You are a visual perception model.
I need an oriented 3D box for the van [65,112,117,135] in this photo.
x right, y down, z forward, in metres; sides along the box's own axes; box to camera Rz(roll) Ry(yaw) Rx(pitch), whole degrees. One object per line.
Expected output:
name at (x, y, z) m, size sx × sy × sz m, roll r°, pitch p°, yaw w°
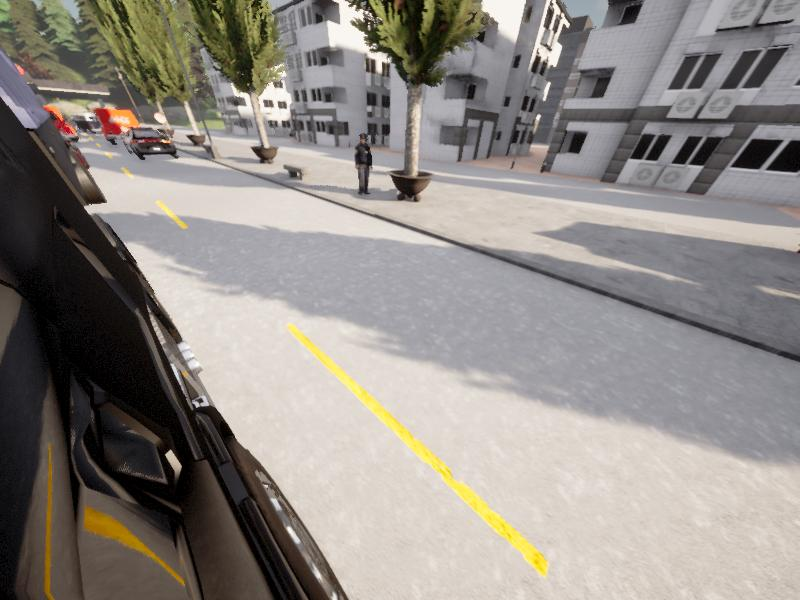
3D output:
van at (-38.158, -21.795, 28.550) m, size 4.480 × 2.038 × 2.069 m, roll 18°, pitch 38°, yaw 20°

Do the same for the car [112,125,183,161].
car at (-16.288, -10.159, 14.868) m, size 4.974 × 1.542 × 2.038 m, roll 29°, pitch 44°, yaw 31°

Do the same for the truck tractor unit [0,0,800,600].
truck tractor unit at (-2.645, -0.295, 0.352) m, size 6.516 × 4.208 × 3.053 m, roll 28°, pitch 44°, yaw 30°

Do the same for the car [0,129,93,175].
car at (-16.449, -6.981, 10.756) m, size 4.181 × 1.385 × 1.994 m, roll 29°, pitch 44°, yaw 31°

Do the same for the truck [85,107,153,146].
truck at (-24.788, -15.314, 20.411) m, size 5.204 × 2.467 × 2.627 m, roll 29°, pitch 44°, yaw 31°

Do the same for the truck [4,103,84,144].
truck at (-30.071, -15.067, 19.739) m, size 5.204 × 2.467 × 2.627 m, roll 29°, pitch 44°, yaw 31°

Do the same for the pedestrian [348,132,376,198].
pedestrian at (-1.285, -4.635, 7.985) m, size 0.751 × 1.860 × 0.751 m, roll -7°, pitch 38°, yaw -13°

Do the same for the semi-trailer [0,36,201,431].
semi-trailer at (-8.662, -3.635, 4.255) m, size 14.254 × 4.402 × 2.717 m, roll 29°, pitch 44°, yaw 30°
